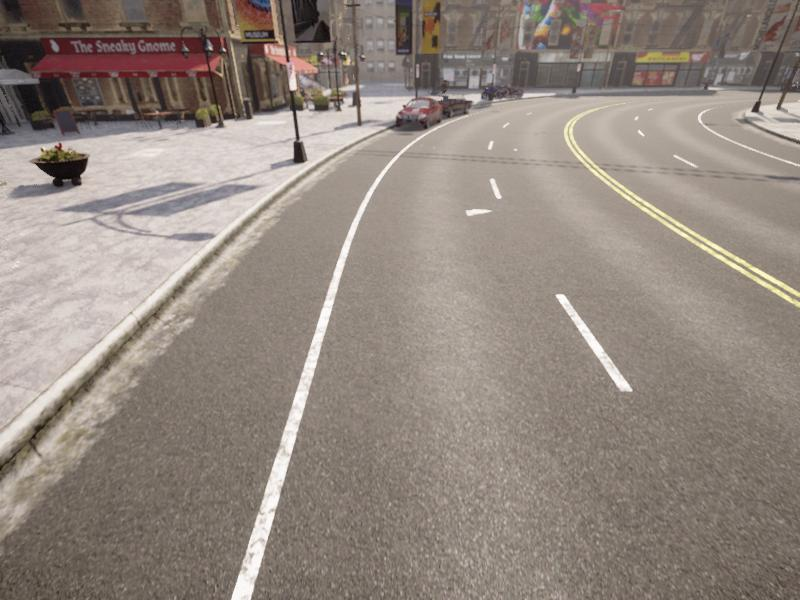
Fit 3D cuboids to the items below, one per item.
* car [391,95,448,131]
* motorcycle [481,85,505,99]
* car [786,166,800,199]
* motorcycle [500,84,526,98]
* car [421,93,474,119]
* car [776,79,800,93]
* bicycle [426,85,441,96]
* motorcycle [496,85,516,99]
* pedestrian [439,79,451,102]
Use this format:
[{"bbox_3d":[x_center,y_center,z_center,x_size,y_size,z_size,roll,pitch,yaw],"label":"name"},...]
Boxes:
[{"bbox_3d":[1.247,-11.097,23.569,2.002,1.452,4.674,10,32,17],"label":"car"},{"bbox_3d":[9.227,-20.768,39.939,2.209,1.251,0.867,5,31,8],"label":"motorcycle"},{"bbox_3d":[11.391,-2.374,8.298,2.242,1.667,4.611,1,30,3],"label":"car"},{"bbox_3d":[11.678,-21.710,41.527,2.356,1.277,0.764,5,31,8],"label":"motorcycle"},{"bbox_3d":[3.401,-13.721,28.186,1.895,1.301,4.718,16,34,25],"label":"car"},{"bbox_3d":[49.023,-26.144,48.841,3.806,1.475,1.970,0,30,0],"label":"car"},{"bbox_3d":[3.730,-23.606,45.117,1.643,1.024,0.373,-1,20,0],"label":"bicycle"},{"bbox_3d":[10.752,-21.194,40.710,1.805,1.236,0.856,5,31,8],"label":"motorcycle"},{"bbox_3d":[4.082,-19.118,36.521,0.751,1.860,0.751,21,37,32],"label":"pedestrian"}]
